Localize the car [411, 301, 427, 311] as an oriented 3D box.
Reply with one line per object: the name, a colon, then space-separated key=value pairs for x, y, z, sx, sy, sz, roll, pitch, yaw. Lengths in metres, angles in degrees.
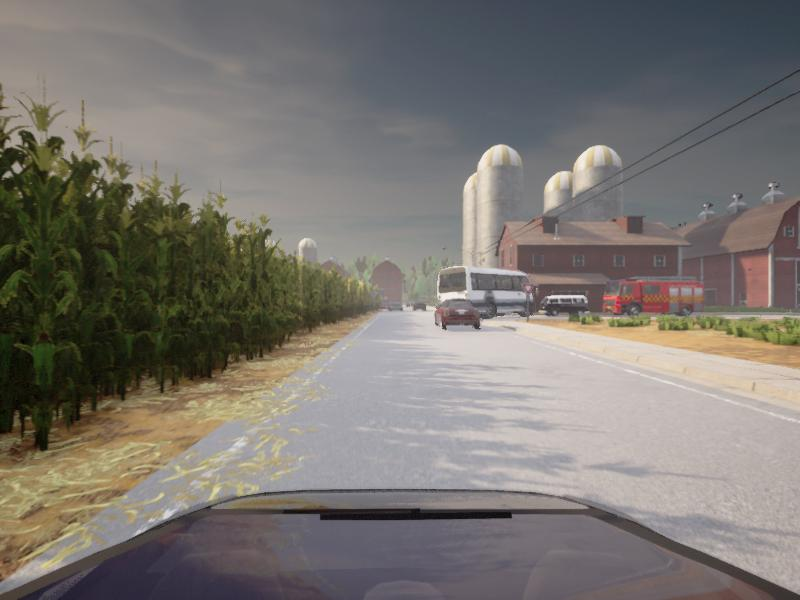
car: x=2.875 y=0.917 z=61.079 sx=1.837 sy=1.490 sz=4.892 roll=0 pitch=0 yaw=-3

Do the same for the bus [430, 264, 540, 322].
bus: x=7.663 y=-0.500 z=34.611 sx=10.273 sy=4.253 sz=3.944 roll=0 pitch=-3 yaw=-43

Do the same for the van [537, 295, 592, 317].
van: x=15.926 y=0.592 z=38.941 sx=4.480 sy=2.038 sz=2.069 roll=0 pitch=0 yaw=-1

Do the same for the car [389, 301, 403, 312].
car: x=-0.622 y=0.898 z=59.113 sx=2.038 sy=1.542 sz=4.974 roll=0 pitch=0 yaw=-2

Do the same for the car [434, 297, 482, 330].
car: x=3.273 y=0.723 z=23.525 sx=2.097 sy=1.767 sz=4.553 roll=0 pitch=0 yaw=-1

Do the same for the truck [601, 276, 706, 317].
truck: x=24.669 y=-0.299 z=39.169 sx=8.468 sy=3.827 sz=2.891 roll=0 pitch=0 yaw=-1
